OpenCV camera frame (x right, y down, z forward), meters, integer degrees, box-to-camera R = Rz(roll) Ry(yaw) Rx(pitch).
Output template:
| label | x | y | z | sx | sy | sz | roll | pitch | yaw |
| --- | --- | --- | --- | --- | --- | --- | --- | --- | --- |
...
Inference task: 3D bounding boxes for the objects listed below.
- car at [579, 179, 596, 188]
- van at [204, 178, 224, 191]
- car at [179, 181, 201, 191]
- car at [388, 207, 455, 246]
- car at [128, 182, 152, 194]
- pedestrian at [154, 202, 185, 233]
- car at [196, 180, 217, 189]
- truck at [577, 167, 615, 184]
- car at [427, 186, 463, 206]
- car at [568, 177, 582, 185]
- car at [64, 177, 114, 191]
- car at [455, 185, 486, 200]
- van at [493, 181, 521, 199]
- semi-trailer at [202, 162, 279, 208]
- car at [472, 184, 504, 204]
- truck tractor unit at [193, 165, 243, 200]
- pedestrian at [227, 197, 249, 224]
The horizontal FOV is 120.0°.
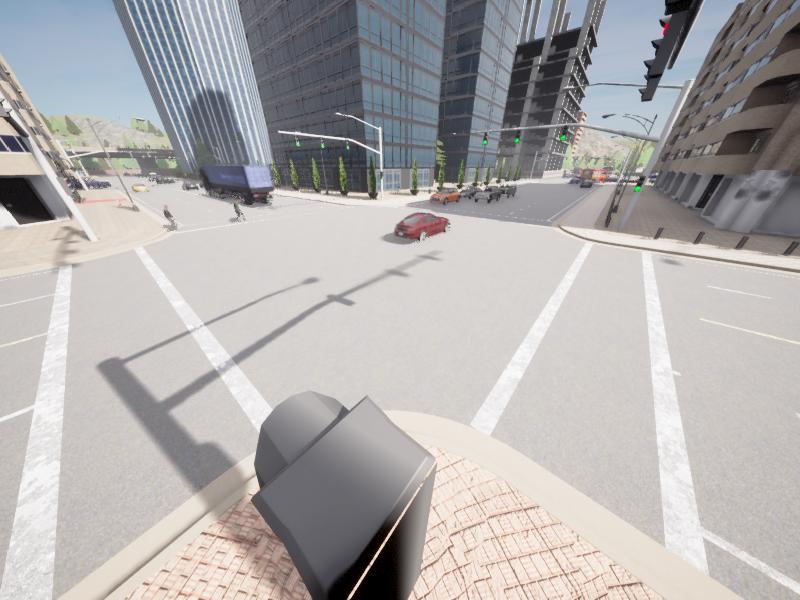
| label | x | y | z | sx | sy | sz | roll | pitch | yaw |
| --- | --- | --- | --- | --- | --- | --- | --- | --- | --- |
| car | 40.935 | -25.414 | 50.431 | 2.163 | 1.488 | 4.792 | 23 | 37 | 34 |
| van | -36.670 | -22.748 | 45.421 | 4.442 | 1.987 | 1.775 | 26 | 39 | 37 |
| car | -41.182 | -22.370 | 45.225 | 4.514 | 1.525 | 2.007 | 23 | 37 | 34 |
| car | 1.527 | -4.914 | 15.004 | 1.812 | 1.442 | 4.674 | 23 | 37 | 34 |
| car | -46.010 | -19.860 | 40.822 | 5.366 | 1.575 | 1.801 | 23 | 37 | 34 |
| pedestrian | -15.833 | -5.660 | 15.900 | 0.751 | 1.860 | 0.751 | 21 | 36 | 32 |
| car | -41.206 | -24.667 | 49.204 | 4.514 | 1.525 | 2.007 | 23 | 37 | 34 |
| truck | 52.097 | -33.140 | 61.462 | 8.468 | 3.827 | 2.891 | -13 | 32 | -21 |
| car | 5.584 | -12.881 | 28.411 | 2.097 | 1.767 | 4.553 | 23 | 37 | 34 |
| car | 44.961 | -30.550 | 59.272 | 1.882 | 1.535 | 5.008 | 22 | 37 | 33 |
| car | -62.753 | -23.564 | 46.776 | 2.150 | 2.045 | 5.566 | 22 | 37 | 33 |
| car | 10.100 | -15.400 | 33.058 | 2.128 | 1.511 | 4.902 | 23 | 37 | 34 |
| van | 15.712 | -16.227 | 33.959 | 2.069 | 2.038 | 4.480 | 23 | 37 | 34 |
| semi-trailer | -20.795 | -15.054 | 29.657 | 14.254 | 4.402 | 2.717 | 23 | 37 | 34 |
| car | 11.313 | -13.571 | 29.522 | 1.932 | 1.855 | 4.605 | 23 | 37 | 34 |
| truck tractor unit | -26.854 | -17.520 | 34.122 | 6.516 | 4.208 | 3.053 | 23 | 37 | 34 |
| pedestrian | -13.014 | -7.217 | 18.590 | 0.751 | 1.860 | 0.751 | 23 | 37 | 35 |
